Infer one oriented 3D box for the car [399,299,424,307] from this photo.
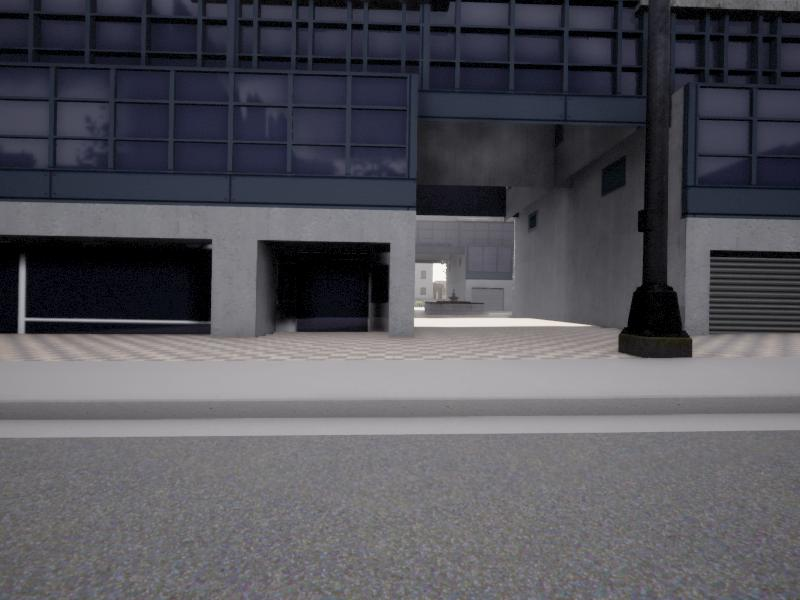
[{"bbox_3d":[2.129,0.539,74.576,4.514,1.525,2.007,1,0,4],"label":"car"}]
